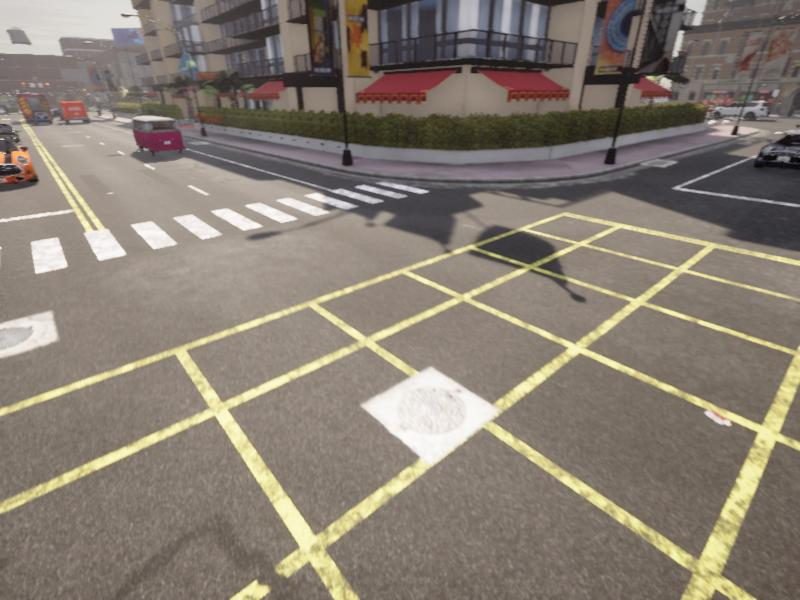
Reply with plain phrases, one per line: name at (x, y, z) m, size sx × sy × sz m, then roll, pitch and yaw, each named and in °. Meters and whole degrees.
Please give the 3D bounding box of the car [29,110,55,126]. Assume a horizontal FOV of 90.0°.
car at (-43.908, -22.322, 49.008) m, size 1.789 × 1.549 × 3.705 m, roll -22°, pitch 34°, yaw -36°

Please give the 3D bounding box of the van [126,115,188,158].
van at (-14.371, -9.715, 23.567) m, size 1.775 × 1.987 × 4.442 m, roll -22°, pitch 34°, yaw -36°

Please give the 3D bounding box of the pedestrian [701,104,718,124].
pedestrian at (32.114, -19.264, 41.477) m, size 0.751 × 1.860 × 0.751 m, roll -23°, pitch 35°, yaw -37°

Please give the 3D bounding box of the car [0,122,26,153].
car at (-25.988, -10.627, 26.063) m, size 1.837 × 1.490 × 4.892 m, roll -22°, pitch 34°, yaw -36°

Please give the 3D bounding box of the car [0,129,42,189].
car at (-16.178, -5.703, 16.007) m, size 2.097 × 1.767 × 4.553 m, roll -22°, pitch 34°, yaw -36°

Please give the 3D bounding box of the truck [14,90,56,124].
truck at (-49.789, -26.358, 54.475) m, size 2.891 × 3.827 × 8.468 m, roll -22°, pitch 34°, yaw -36°

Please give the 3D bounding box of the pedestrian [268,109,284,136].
pedestrian at (-9.806, -14.053, 31.681) m, size 0.751 × 1.860 × 0.751 m, roll -23°, pitch 35°, yaw -37°

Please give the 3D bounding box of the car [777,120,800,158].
car at (22.296, -8.700, 21.387) m, size 5.238 × 1.638 × 1.930 m, roll -22°, pitch 34°, yaw -35°

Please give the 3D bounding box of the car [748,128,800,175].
car at (17.244, -6.590, 17.544) m, size 3.806 × 1.475 × 1.970 m, roll -22°, pitch 34°, yaw -36°

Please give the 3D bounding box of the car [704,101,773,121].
car at (39.831, -22.381, 47.262) m, size 2.150 × 2.045 × 5.566 m, roll -22°, pitch 34°, yaw -35°

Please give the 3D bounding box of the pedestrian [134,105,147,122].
pedestrian at (-32.345, -23.217, 49.860) m, size 0.751 × 1.860 × 0.751 m, roll 23°, pitch 35°, yaw 38°

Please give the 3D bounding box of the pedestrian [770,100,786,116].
pedestrian at (48.809, -24.799, 51.639) m, size 0.751 × 1.860 × 0.751 m, roll 12°, pitch 30°, yaw 22°

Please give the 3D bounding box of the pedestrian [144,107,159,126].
pedestrian at (-26.989, -19.951, 43.424) m, size 0.751 × 1.860 × 0.751 m, roll -7°, pitch 28°, yaw -13°

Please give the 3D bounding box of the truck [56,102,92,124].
truck at (-42.239, -24.290, 51.820) m, size 2.627 × 2.467 × 5.204 m, roll -22°, pitch 34°, yaw -36°
